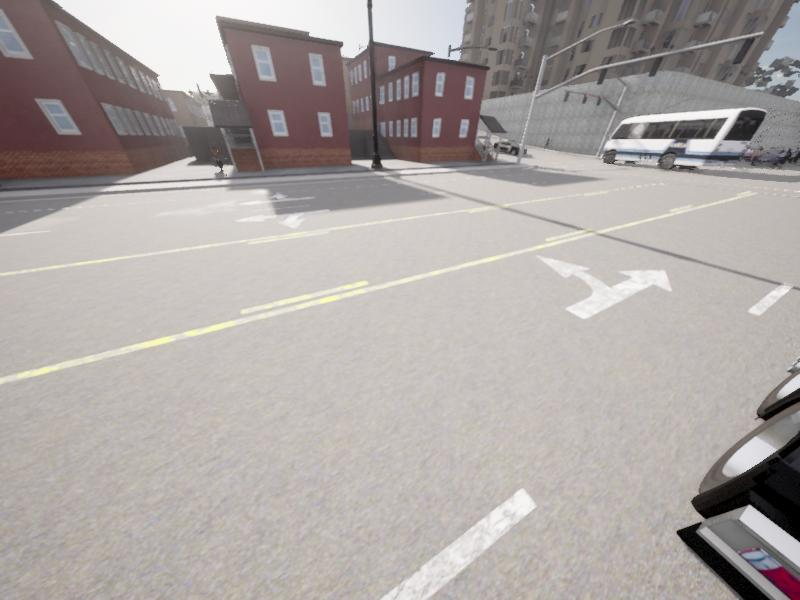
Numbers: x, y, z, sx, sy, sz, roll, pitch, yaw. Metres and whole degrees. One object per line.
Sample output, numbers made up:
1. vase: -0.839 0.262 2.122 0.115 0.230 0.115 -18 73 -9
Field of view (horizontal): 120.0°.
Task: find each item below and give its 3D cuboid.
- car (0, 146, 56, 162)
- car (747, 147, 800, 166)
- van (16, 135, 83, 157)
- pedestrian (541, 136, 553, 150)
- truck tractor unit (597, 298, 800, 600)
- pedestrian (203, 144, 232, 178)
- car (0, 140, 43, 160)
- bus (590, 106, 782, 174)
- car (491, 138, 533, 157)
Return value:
1. car: -42.363 -16.606 26.189 1.994 1.385 4.181 -15 38 -21
2. car: 43.035 -16.551 26.589 4.856 1.649 2.033 -16 38 -22
3. van: -51.244 -22.824 34.084 2.351 2.431 6.366 -16 38 -22
4. pedestrian: 23.874 -25.489 37.466 0.751 1.860 0.751 -15 38 -21
5. truck tractor unit: 5.174 -0.230 0.707 6.516 4.208 3.053 -15 38 -22
6. pedestrian: -11.931 -9.139 15.178 0.751 1.860 0.751 29 44 35
7. car: -47.698 -18.493 28.398 1.932 1.855 4.605 -16 38 -22
8. bus: 25.067 -15.002 21.931 3.944 4.253 10.273 -5 35 -9
9. car: 15.693 -21.617 32.660 1.930 1.638 5.238 -16 43 -22
